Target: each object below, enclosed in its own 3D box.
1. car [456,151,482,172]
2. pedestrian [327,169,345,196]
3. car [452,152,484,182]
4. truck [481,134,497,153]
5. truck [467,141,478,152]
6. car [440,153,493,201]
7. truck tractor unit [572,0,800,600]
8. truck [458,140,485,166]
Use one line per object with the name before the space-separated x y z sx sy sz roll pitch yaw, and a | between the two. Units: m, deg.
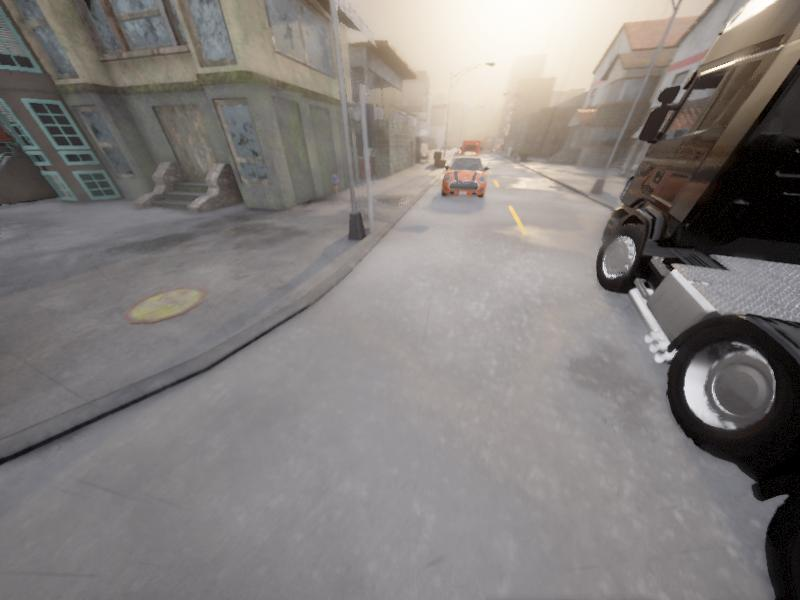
car | 6.913 -13.916 23.060 2.038 1.542 4.974 8 35 12
pedestrian | -3.083 -5.689 11.193 0.500 1.100 0.500 8 35 11
car | 5.198 -10.261 17.654 1.851 1.617 3.988 8 35 12
truck | 23.652 -41.950 61.974 2.891 3.827 8.468 8 35 12
truck | 20.599 -43.731 65.775 2.627 2.467 5.204 8 35 12
car | 3.531 -6.743 12.349 2.097 1.767 4.553 9 35 12
truck tractor unit | 4.235 -0.749 1.442 3.053 4.208 6.516 15 37 20
truck | 8.874 -18.518 28.945 2.627 2.467 5.204 8 36 12
